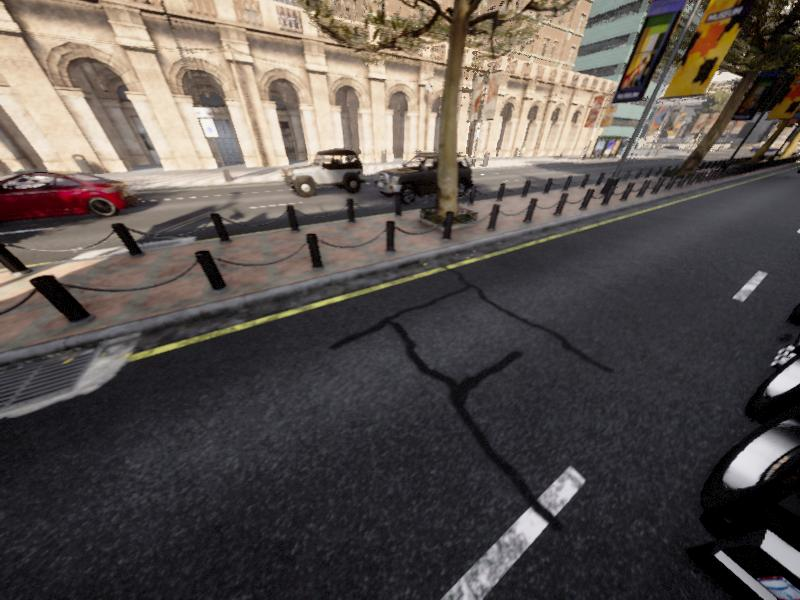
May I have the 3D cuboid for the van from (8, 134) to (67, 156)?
[{"bbox_3d":[-54.320,-23.379,34.850,1.988,2.561,5.915,-18,39,-24],"label":"van"}]

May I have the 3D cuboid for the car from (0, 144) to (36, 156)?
[{"bbox_3d":[-57.649,-22.217,34.148,2.033,1.411,5.357,-18,39,-24],"label":"car"}]

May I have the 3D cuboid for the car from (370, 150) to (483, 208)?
[{"bbox_3d":[1.200,-5.652,10.509,4.605,1.855,1.932,-18,39,-24],"label":"car"}]

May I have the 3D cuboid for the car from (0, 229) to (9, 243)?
[{"bbox_3d":[-11.715,-1.308,4.435,3.633,1.501,1.845,-18,39,-25],"label":"car"}]

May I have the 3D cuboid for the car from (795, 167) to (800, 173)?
[{"bbox_3d":[38.426,-12.398,20.805,5.238,1.638,1.930,-18,39,-24],"label":"car"}]

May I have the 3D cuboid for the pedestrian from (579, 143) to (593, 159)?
[{"bbox_3d":[26.500,-21.262,32.929,0.751,1.860,0.751,-17,39,-24],"label":"pedestrian"}]

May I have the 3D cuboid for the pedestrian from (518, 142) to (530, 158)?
[{"bbox_3d":[18.008,-21.789,33.599,0.751,1.860,0.751,-16,38,-23],"label":"pedestrian"}]

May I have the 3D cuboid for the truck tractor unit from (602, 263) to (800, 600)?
[{"bbox_3d":[5.119,-0.291,0.784,6.516,4.208,3.053,-18,39,-24],"label":"truck tractor unit"}]

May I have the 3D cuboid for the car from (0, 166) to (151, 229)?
[{"bbox_3d":[-11.798,-3.519,7.754,4.181,1.385,1.994,-18,39,-24],"label":"car"}]

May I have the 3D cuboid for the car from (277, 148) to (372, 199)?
[{"bbox_3d":[-3.644,-6.388,11.508,3.866,1.878,1.905,-18,39,-24],"label":"car"}]

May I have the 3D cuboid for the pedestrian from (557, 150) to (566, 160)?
[{"bbox_3d":[21.462,-19.272,30.680,0.500,1.100,0.500,-10,36,-15],"label":"pedestrian"}]

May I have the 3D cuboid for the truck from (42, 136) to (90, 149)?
[{"bbox_3d":[-77.139,-36.496,53.537,5.204,2.467,2.627,-18,39,-24],"label":"truck"}]

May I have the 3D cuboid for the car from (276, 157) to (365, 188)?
[{"bbox_3d":[-4.749,-7.932,14.228,4.718,1.301,1.895,-18,39,-25],"label":"car"}]

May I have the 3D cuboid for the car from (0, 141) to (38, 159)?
[{"bbox_3d":[-50.725,-19.507,29.972,2.097,1.767,4.553,-18,39,-24],"label":"car"}]
